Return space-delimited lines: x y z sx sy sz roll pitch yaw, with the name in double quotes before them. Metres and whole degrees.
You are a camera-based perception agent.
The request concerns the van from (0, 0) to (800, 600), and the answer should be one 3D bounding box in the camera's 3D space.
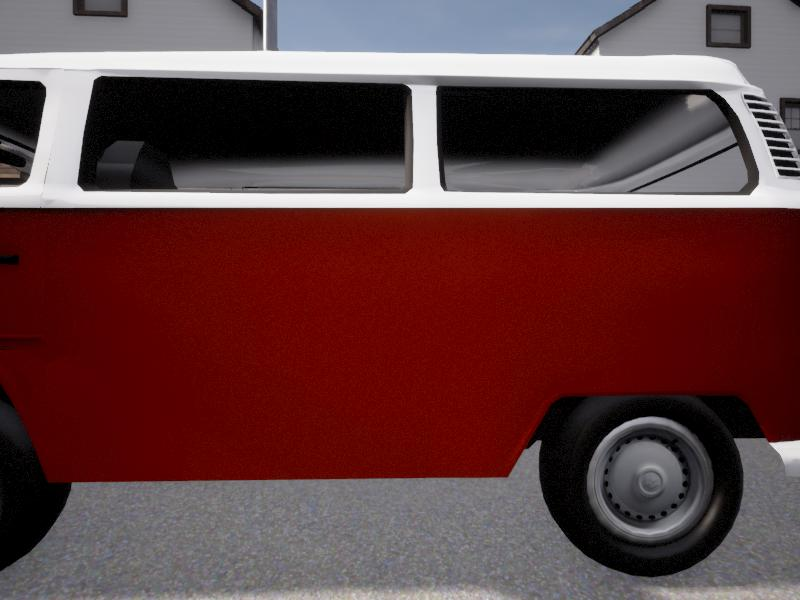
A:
"van" -0.423 -0.028 2.192 4.480 2.038 2.069 0 0 -2
